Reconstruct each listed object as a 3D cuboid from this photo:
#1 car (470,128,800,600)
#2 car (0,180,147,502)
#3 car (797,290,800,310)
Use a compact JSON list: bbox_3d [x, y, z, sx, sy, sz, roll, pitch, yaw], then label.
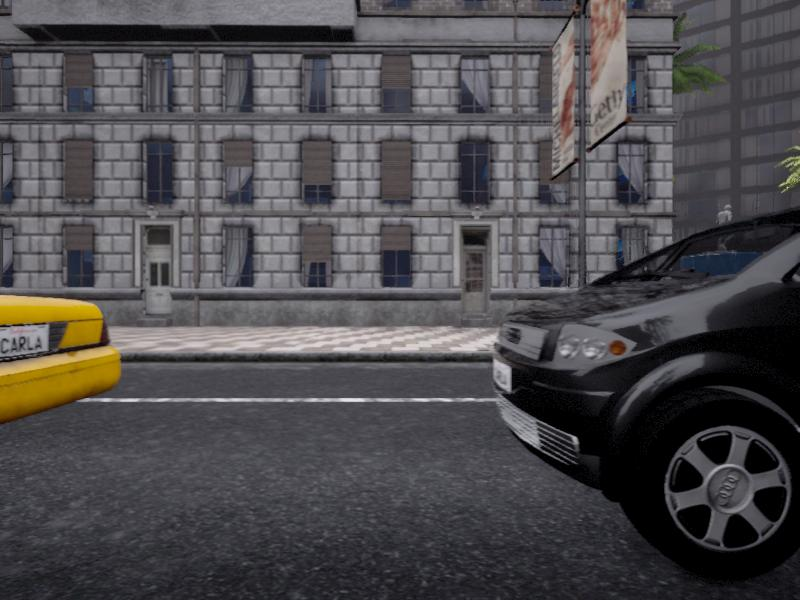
[{"bbox_3d":[2.395,0.214,2.198,3.705,1.549,1.789,0,0,0],"label":"car"},{"bbox_3d":[-4.641,0.202,2.192,5.366,1.575,1.801,0,0,0],"label":"car"},{"bbox_3d":[38.686,0.045,35.406,1.932,1.855,4.605,1,0,-27],"label":"car"}]
